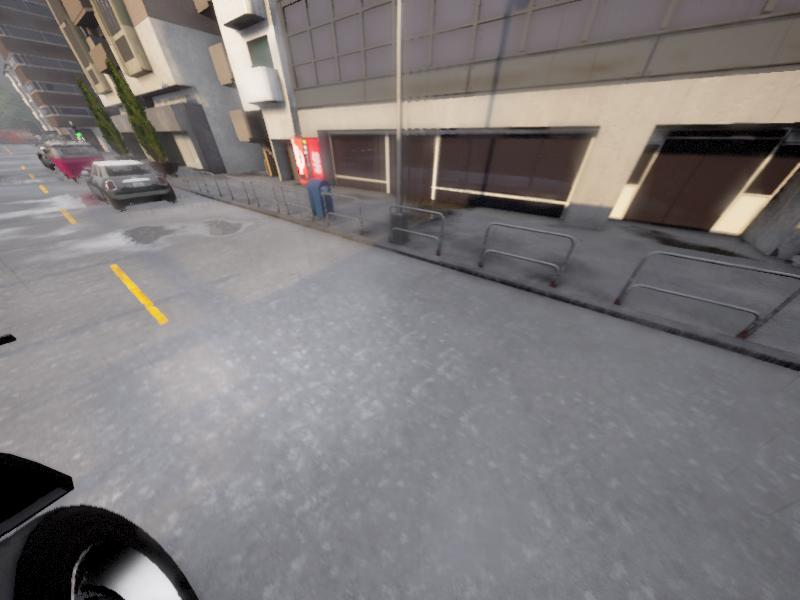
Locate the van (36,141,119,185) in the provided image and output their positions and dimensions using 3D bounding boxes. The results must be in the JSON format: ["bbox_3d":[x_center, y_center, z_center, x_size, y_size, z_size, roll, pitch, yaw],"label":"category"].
[{"bbox_3d":[-19.450,-8.391,13.958,4.442,1.987,1.775,22,41,28],"label":"van"}]

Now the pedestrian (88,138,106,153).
[{"bbox_3d":[-45.013,-22.951,34.292,0.751,1.860,0.751,20,40,26],"label":"pedestrian"}]

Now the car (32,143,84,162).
[{"bbox_3d":[-37.049,-16.171,25.217,1.801,1.575,5.366,-25,43,-32],"label":"car"}]

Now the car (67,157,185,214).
[{"bbox_3d":[-10.938,-4.720,9.252,3.806,1.475,1.970,22,41,28],"label":"car"}]

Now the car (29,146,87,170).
[{"bbox_3d":[-28.639,-11.922,19.341,3.806,1.475,1.970,22,41,28],"label":"car"}]
